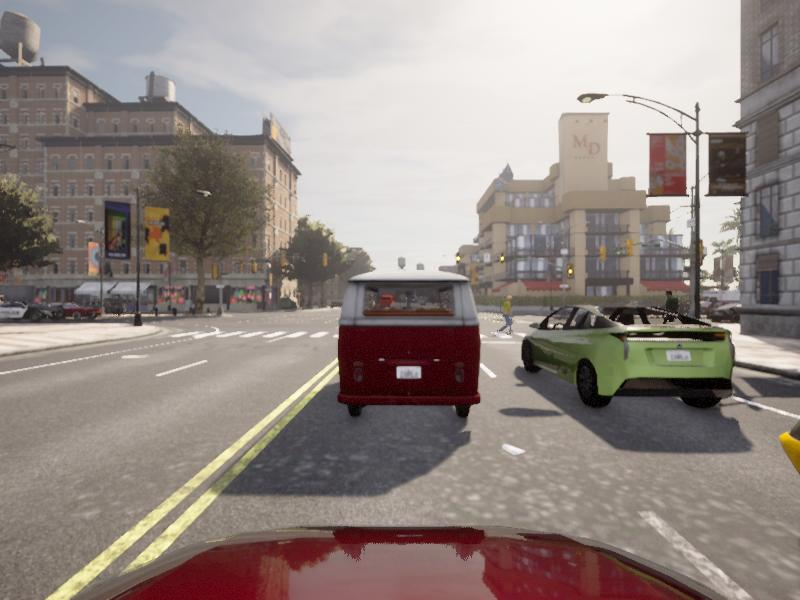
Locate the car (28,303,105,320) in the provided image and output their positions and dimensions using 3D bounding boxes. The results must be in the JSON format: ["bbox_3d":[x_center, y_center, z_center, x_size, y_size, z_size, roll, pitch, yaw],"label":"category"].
[{"bbox_3d":[-26.970,0.899,32.407,4.718,1.301,1.895,0,0,2],"label":"car"}]

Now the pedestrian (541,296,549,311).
[{"bbox_3d":[18.076,0.410,49.910,0.751,1.860,0.751,0,0,1],"label":"pedestrian"}]

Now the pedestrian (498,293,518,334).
[{"bbox_3d":[4.935,0.610,18.362,0.751,1.860,0.751,0,0,5],"label":"pedestrian"}]

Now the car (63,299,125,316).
[{"bbox_3d":[-30.877,0.700,40.520,4.611,1.667,2.242,0,0,1],"label":"car"}]

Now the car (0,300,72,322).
[{"bbox_3d":[-26.979,0.786,28.905,4.974,1.542,2.038,0,0,2],"label":"car"}]

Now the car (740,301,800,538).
[{"bbox_3d":[3.515,0.800,0.442,1.801,1.575,5.366,0,0,1],"label":"car"}]

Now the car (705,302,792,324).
[{"bbox_3d":[23.877,0.864,27.552,4.181,1.385,1.994,0,0,2],"label":"car"}]

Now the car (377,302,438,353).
[{"bbox_3d":[0.158,0.834,13.978,1.816,1.474,4.193,0,0,-1],"label":"car"}]

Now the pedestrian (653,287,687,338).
[{"bbox_3d":[10.123,0.462,15.000,0.751,1.860,0.751,0,0,-15],"label":"pedestrian"}]

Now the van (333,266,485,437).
[{"bbox_3d":[0.151,0.589,6.883,1.775,1.987,4.442,0,0,1],"label":"van"}]

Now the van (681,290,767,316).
[{"bbox_3d":[31.303,0.318,38.859,6.366,2.431,2.351,0,0,2],"label":"van"}]

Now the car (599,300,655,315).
[{"bbox_3d":[24.081,0.786,42.551,4.792,1.488,2.163,0,0,2],"label":"car"}]

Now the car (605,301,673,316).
[{"bbox_3d":[23.253,0.835,39.070,5.357,1.411,2.033,0,0,1],"label":"car"}]

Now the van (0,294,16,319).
[{"bbox_3d":[-34.324,0.555,32.602,4.442,1.987,1.775,0,0,2],"label":"van"}]

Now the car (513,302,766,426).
[{"bbox_3d":[3.660,0.817,7.317,2.007,1.525,4.514,0,0,1],"label":"car"}]
